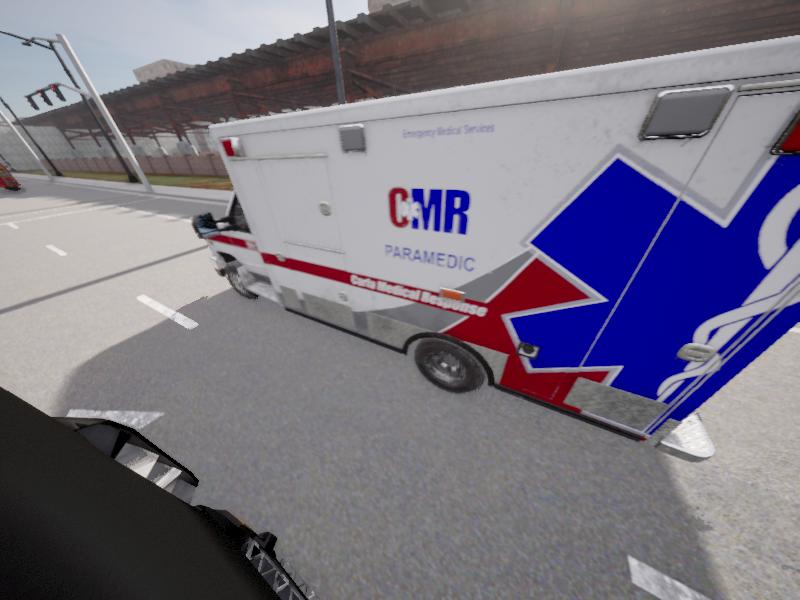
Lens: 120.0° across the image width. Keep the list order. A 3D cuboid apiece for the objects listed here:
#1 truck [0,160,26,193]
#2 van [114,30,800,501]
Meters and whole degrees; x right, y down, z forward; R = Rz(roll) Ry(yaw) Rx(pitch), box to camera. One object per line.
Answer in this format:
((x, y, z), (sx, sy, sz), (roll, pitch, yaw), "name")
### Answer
((-39.921, -12.254, 21.480), (8.468, 3.827, 2.891), (15, 38, 24), "truck")
((-0.265, -0.905, 3.159), (6.366, 2.431, 2.351), (15, 38, 25), "van")
